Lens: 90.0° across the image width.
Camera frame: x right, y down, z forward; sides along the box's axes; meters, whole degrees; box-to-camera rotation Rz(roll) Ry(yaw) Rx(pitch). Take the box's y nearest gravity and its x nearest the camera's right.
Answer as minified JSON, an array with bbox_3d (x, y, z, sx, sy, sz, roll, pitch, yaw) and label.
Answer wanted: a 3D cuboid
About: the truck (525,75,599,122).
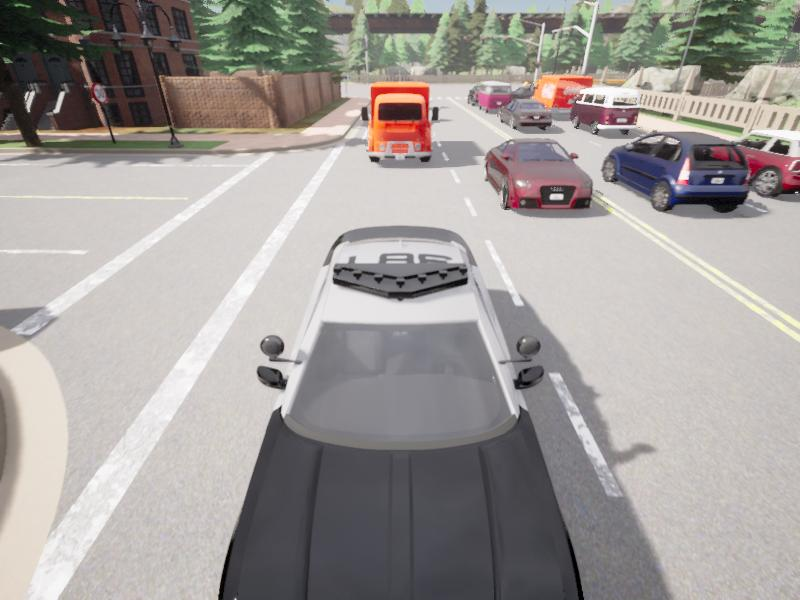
[{"bbox_3d":[10.496,-13.504,26.584,2.627,2.467,5.204,0,30,0],"label":"truck"}]

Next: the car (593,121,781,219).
[{"bbox_3d":[7.001,-3.552,10.455,1.851,1.617,3.988,0,30,0],"label":"car"}]

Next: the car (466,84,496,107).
[{"bbox_3d":[6.990,-17.885,34.965,1.789,1.549,3.705,0,30,0],"label":"car"}]

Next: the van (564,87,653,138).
[{"bbox_3d":[10.496,-9.802,20.680,2.069,2.038,4.480,0,30,0],"label":"van"}]

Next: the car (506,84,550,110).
[{"bbox_3d":[10.490,-16.933,33.269,2.033,1.649,4.856,0,30,0],"label":"car"}]

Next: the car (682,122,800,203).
[{"bbox_3d":[10.502,-4.077,11.481,1.970,1.475,3.806,0,30,0],"label":"car"}]

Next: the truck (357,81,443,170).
[{"bbox_3d":[-0.002,-6.758,15.071,2.627,2.467,5.204,0,30,0],"label":"truck"}]

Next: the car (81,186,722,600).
[{"bbox_3d":[0.003,0.506,3.497,1.930,1.638,5.238,0,30,0],"label":"car"}]

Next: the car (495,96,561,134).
[{"bbox_3d":[6.997,-10.568,22.639,2.033,1.411,5.357,0,30,0],"label":"car"}]

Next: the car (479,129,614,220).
[{"bbox_3d":[3.502,-3.466,10.544,1.994,1.385,4.181,0,30,0],"label":"car"}]

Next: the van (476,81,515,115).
[{"bbox_3d":[6.991,-15.158,29.884,1.775,1.987,4.442,0,30,0],"label":"van"}]
